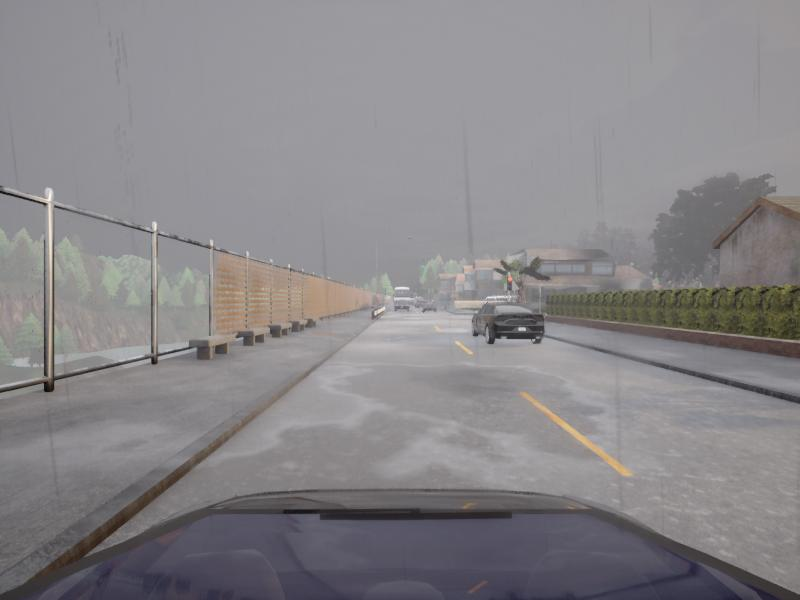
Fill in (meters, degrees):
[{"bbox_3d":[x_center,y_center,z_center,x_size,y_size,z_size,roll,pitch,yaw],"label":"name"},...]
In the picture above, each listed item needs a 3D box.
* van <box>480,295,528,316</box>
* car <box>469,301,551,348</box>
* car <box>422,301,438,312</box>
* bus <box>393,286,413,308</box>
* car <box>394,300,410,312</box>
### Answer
[{"bbox_3d":[10.424,0.566,40.415,4.480,2.038,2.069,-1,0,10],"label":"van"},{"bbox_3d":[4.085,0.823,15.817,1.882,1.535,5.008,0,0,0],"label":"car"},{"bbox_3d":[4.057,0.894,54.577,2.033,1.411,5.357,0,0,3],"label":"car"},{"bbox_3d":[0.551,-0.539,83.810,3.944,4.253,10.273,0,0,0],"label":"bus"},{"bbox_3d":[0.314,0.781,57.989,2.152,1.651,5.027,0,0,2],"label":"car"}]
